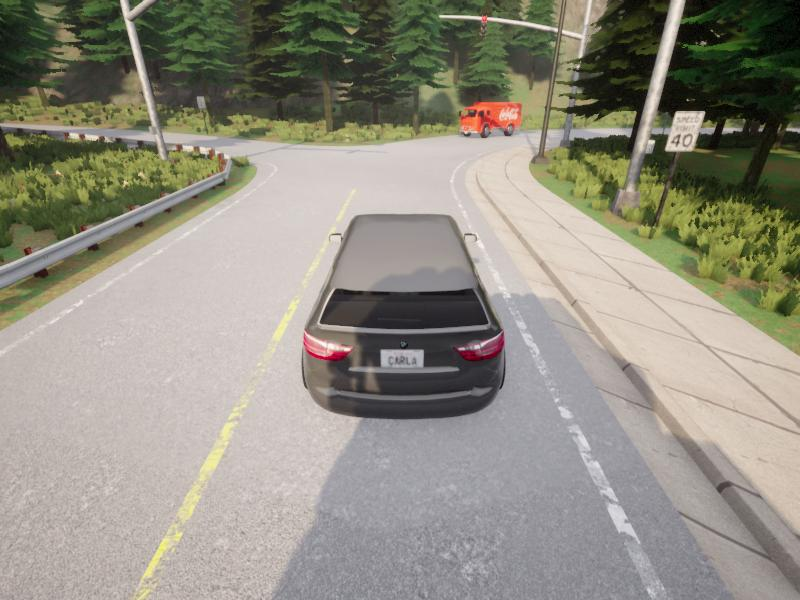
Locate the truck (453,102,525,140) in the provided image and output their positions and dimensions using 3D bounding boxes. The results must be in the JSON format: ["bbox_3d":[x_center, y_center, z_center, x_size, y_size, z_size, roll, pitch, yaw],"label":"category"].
[{"bbox_3d":[7.091,-14.308,31.739,5.204,2.467,2.627,-20,33,-34],"label":"truck"}]

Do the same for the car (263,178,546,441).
[{"bbox_3d":[0.042,-0.417,5.593,2.242,1.667,4.611,0,27,0],"label":"car"}]
